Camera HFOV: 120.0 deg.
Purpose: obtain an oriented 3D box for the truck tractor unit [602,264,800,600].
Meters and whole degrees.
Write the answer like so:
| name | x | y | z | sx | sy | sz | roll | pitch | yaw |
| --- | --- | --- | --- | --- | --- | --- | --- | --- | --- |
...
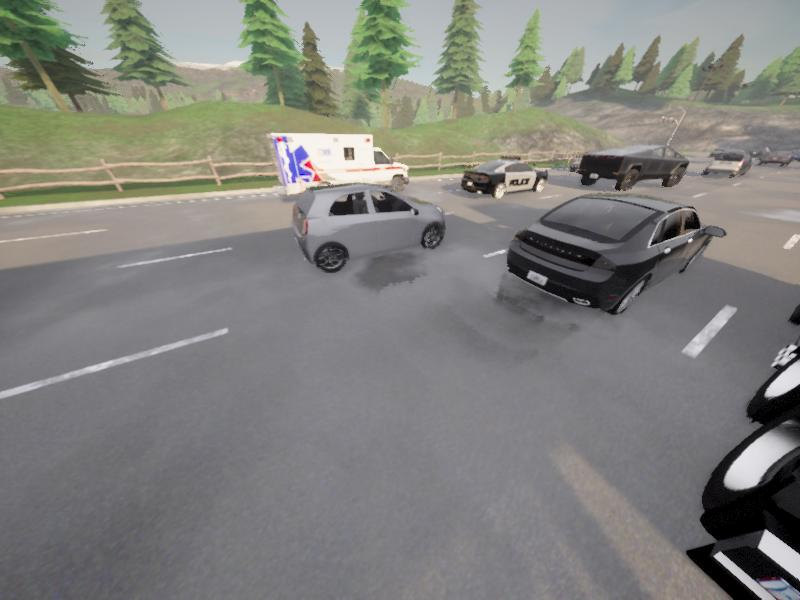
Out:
| name | x | y | z | sx | sy | sz | roll | pitch | yaw |
| --- | --- | --- | --- | --- | --- | --- | --- | --- | --- |
| truck tractor unit | 5.112 | -0.300 | 0.784 | 6.516 | 4.208 | 3.053 | -18 | 39 | -24 |

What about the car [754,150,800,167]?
| name | x | y | z | sx | sy | sz | roll | pitch | yaw |
| --- | --- | --- | --- | --- | --- | --- | --- | --- | --- |
| car | 43.648 | -16.319 | 26.619 | 5.357 | 1.411 | 2.033 | -18 | 39 | -24 |

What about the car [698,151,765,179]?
| name | x | y | z | sx | sy | sz | roll | pitch | yaw |
| --- | --- | --- | --- | --- | --- | --- | --- | --- | --- |
| car | 25.995 | -10.654 | 18.135 | 3.988 | 1.617 | 1.851 | -18 | 39 | -24 |

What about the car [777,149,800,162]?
| name | x | y | z | sx | sy | sz | roll | pitch | yaw |
| --- | --- | --- | --- | --- | --- | --- | --- | --- | --- |
| car | 55.407 | -20.233 | 32.369 | 4.181 | 1.385 | 1.994 | -19 | 39 | -26 |

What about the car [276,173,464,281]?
| name | x | y | z | sx | sy | sz | roll | pitch | yaw |
| --- | --- | --- | --- | --- | --- | --- | --- | --- | --- |
| car | -0.613 | -1.955 | 5.463 | 3.633 | 1.501 | 1.845 | -18 | 39 | -24 |

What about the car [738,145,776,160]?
| name | x | y | z | sx | sy | sz | roll | pitch | yaw |
| --- | --- | --- | --- | --- | --- | --- | --- | --- | --- |
| car | 53.969 | -22.261 | 34.896 | 4.553 | 1.767 | 2.097 | -20 | 39 | -26 |

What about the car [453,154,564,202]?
| name | x | y | z | sx | sy | sz | roll | pitch | yaw |
| --- | --- | --- | --- | --- | --- | --- | --- | --- | --- |
| car | 5.462 | -6.289 | 11.648 | 5.238 | 1.638 | 1.930 | -18 | 39 | -24 |

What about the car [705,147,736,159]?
| name | x | y | z | sx | sy | sz | roll | pitch | yaw |
| --- | --- | --- | --- | --- | --- | --- | --- | --- | --- |
| car | 52.245 | -24.016 | 37.636 | 4.514 | 1.525 | 2.007 | -22 | 41 | -28 |

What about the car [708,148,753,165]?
| name | x | y | z | sx | sy | sz | roll | pitch | yaw |
| --- | --- | --- | --- | --- | --- | --- | --- | --- | --- |
| car | 40.864 | -17.782 | 28.568 | 5.008 | 1.535 | 1.882 | -18 | 39 | -24 |

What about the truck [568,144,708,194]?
| name | x | y | z | sx | sy | sz | roll | pitch | yaw |
| --- | --- | --- | --- | --- | --- | --- | --- | --- | --- |
| truck | 13.432 | -7.615 | 13.224 | 6.274 | 2.098 | 2.390 | -12 | 37 | -17 |

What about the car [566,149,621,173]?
| name | x | y | z | sx | sy | sz | roll | pitch | yaw |
| --- | --- | --- | --- | --- | --- | --- | --- | --- | --- |
| car | 17.240 | -12.420 | 20.593 | 3.988 | 1.617 | 1.851 | -18 | 39 | -24 |

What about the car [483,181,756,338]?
| name | x | y | z | sx | sy | sz | roll | pitch | yaw |
| --- | --- | --- | --- | --- | --- | --- | --- | --- | --- |
| car | 4.218 | -1.207 | 4.461 | 4.892 | 1.490 | 1.837 | -17 | 39 | -25 |

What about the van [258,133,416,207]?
| name | x | y | z | sx | sy | sz | roll | pitch | yaw |
| --- | --- | --- | --- | --- | --- | --- | --- | --- | --- |
| van | -2.633 | -6.280 | 10.876 | 6.366 | 2.431 | 2.351 | -18 | 39 | -25 |
